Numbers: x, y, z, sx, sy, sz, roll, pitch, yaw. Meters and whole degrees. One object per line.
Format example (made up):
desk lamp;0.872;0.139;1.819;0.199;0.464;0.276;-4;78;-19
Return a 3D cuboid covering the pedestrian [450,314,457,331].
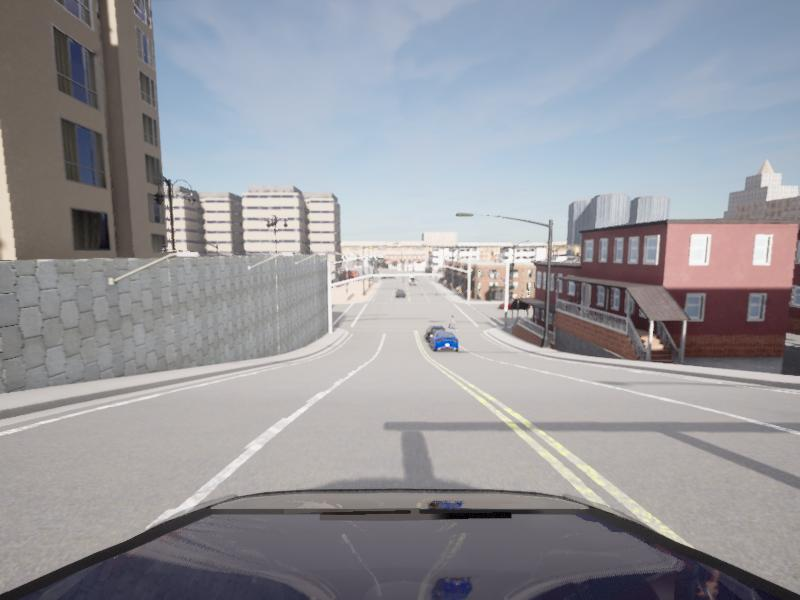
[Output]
pedestrian;6.225;2.587;46.431;0.751;1.860;0.751;1;7;6

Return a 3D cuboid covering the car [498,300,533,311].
car;18.358;0.816;63.702;5.008;1.535;1.882;0;7;0

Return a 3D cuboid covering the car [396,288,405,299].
car;0.095;-1.337;82.025;1.930;1.638;5.238;0;7;0

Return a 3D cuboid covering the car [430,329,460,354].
car;3.538;3.269;32.266;1.882;1.535;5.008;0;-1;0

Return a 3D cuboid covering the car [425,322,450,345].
car;3.546;3.195;38.805;2.033;1.649;4.856;0;2;0
